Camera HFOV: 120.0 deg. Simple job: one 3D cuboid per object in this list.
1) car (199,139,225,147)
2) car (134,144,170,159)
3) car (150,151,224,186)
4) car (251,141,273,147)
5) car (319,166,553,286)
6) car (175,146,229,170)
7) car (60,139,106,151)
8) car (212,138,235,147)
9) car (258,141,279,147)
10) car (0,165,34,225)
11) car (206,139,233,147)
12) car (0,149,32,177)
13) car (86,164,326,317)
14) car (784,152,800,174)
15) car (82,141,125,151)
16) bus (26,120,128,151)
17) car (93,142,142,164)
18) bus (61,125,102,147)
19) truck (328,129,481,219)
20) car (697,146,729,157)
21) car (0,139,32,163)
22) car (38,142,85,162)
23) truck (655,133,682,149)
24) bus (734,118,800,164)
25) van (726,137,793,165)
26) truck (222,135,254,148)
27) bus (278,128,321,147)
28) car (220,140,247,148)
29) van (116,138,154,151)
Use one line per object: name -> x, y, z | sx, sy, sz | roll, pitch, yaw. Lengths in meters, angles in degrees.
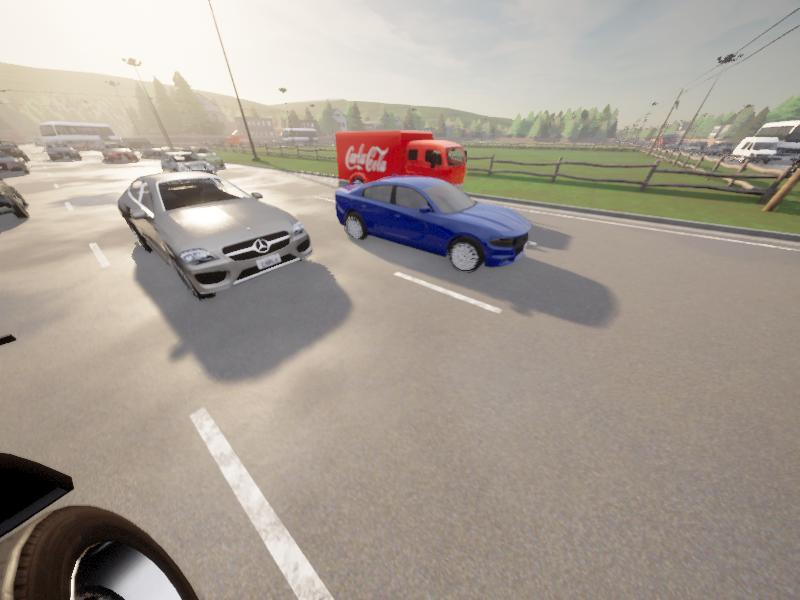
car -> -50.788, -42.576, 62.562 | 2.242, 1.667, 4.611 | 23, 41, 29
car -> -30.855, -18.472, 28.723 | 4.181, 1.385, 1.994 | 24, 42, 30
car -> -12.764, -7.986, 13.883 | 3.806, 1.475, 1.970 | 24, 41, 29
car -> -37.540, -42.477, 62.876 | 1.895, 1.301, 4.718 | 23, 41, 29
car -> 0.516, -2.186, 5.706 | 5.008, 1.535, 1.882 | 23, 41, 29
car -> -17.493, -12.609, 20.372 | 4.514, 1.525, 2.007 | 24, 41, 29
car -> -57.274, -28.115, 41.925 | 2.242, 1.667, 4.611 | -5, 35, -7
car -> -45.156, -40.248, 59.113 | 1.905, 1.878, 3.866 | 23, 41, 29
car -> -34.789, -41.246, 61.087 | 1.994, 1.385, 4.181 | 24, 41, 29
car -> -13.845, -3.456, 7.357 | 3.705, 1.549, 1.789 | 24, 41, 29
car -> -47.707, -41.559, 61.187 | 2.152, 1.651, 5.027 | 23, 41, 29
car -> -27.826, -9.521, 16.015 | 4.181, 1.385, 1.994 | 24, 41, 30
car -> -4.233, -1.776, 5.003 | 5.027, 1.651, 2.152 | 24, 41, 29
car -> 33.650, -10.872, 18.079 | 1.932, 1.855, 4.605 | 23, 42, 29
car -> -53.926, -28.178, 42.212 | 2.163, 1.488, 4.792 | -4, 35, -5
bus -> -61.121, -31.519, 44.487 | 3.944, 4.253, 10.273 | 2, 35, 6
car -> -29.715, -15.526, 24.278 | 4.611, 1.667, 2.242 | 24, 41, 30
bus -> -81.514, -41.930, 59.104 | 10.273, 4.253, 3.944 | 23, 41, 29
truck -> 0.011, -5.315, 9.337 | 5.204, 2.467, 2.627 | 24, 42, 30
car -> 51.527, -24.506, 38.091 | 1.994, 1.385, 4.181 | 23, 41, 29
car -> -39.755, -15.095, 23.377 | 3.866, 1.878, 1.905 | 25, 42, 31
car -> -36.903, -16.207, 25.177 | 4.611, 1.667, 2.242 | 25, 42, 30
truck -> 80.001, -47.554, 69.026 | 2.891, 3.827, 8.468 | 23, 41, 29
bus -> 48.620, -19.919, 29.039 | 3.944, 4.253, 10.273 | 23, 41, 29
van -> 42.226, -17.780, 27.425 | 1.988, 2.561, 5.915 | 23, 41, 29
truck -> -39.148, -38.357, 55.973 | 2.627, 2.467, 5.204 | 23, 41, 29
bus -> -28.772, -46.920, 66.712 | 3.944, 4.253, 10.273 | 23, 41, 29
car -> -41.819, -39.284, 58.103 | 2.128, 1.511, 4.902 | 23, 41, 29
van -> -50.538, -29.876, 44.222 | 1.775, 1.987, 4.442 | 2, 35, 3
